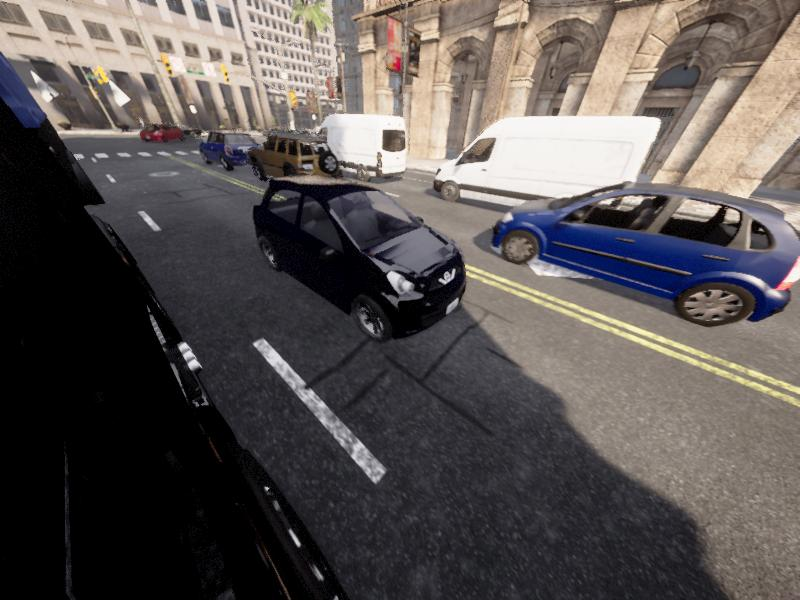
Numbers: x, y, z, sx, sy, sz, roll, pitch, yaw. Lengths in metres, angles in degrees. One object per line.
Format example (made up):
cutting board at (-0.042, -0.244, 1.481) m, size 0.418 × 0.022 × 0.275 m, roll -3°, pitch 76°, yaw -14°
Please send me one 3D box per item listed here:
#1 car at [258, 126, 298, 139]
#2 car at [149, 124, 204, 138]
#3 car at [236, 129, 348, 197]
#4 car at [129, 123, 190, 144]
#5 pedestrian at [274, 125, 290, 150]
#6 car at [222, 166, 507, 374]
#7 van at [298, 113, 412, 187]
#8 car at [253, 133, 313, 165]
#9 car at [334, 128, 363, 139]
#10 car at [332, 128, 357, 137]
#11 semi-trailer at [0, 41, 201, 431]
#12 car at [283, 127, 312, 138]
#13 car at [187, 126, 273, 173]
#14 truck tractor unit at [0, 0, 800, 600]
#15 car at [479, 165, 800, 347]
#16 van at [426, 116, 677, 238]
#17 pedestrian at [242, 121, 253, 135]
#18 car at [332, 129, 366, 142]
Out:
car at (-18.714, -25.790, 35.655) m, size 1.837 × 1.490 × 4.892 m, roll 28°, pitch 43°, yaw 30°
car at (-29.009, -22.054, 30.174) m, size 1.895 × 1.301 × 4.718 m, roll 29°, pitch 44°, yaw 30°
car at (-4.495, -5.871, 9.640) m, size 4.605 × 1.855 × 1.932 m, roll 28°, pitch 44°, yaw 30°
car at (-24.384, -17.115, 23.679) m, size 2.007 × 1.525 × 4.514 m, roll -3°, pitch 37°, yaw -7°
pedestrian at (-11.256, -15.525, 22.075) m, size 0.751 × 1.860 × 0.751 m, roll 31°, pitch 45°, yaw 33°
car at (-0.719, -0.933, 3.576) m, size 3.633 × 1.501 × 1.845 m, roll 28°, pitch 44°, yaw 30°
van at (-2.411, -7.774, 11.763) m, size 5.915 × 2.561 × 1.988 m, roll 28°, pitch 44°, yaw 30°
car at (-7.904, -10.306, 15.635) m, size 3.633 × 1.501 × 1.845 m, roll 29°, pitch 44°, yaw 30°
car at (-9.697, -31.914, 44.286) m, size 1.930 × 1.638 × 5.238 m, roll 29°, pitch 44°, yaw 30°
car at (-12.031, -36.454, 50.337) m, size 2.163 × 1.488 × 4.792 m, roll 28°, pitch 44°, yaw 30°
semi-trailer at (-8.685, -3.615, 4.239) m, size 14.254 × 4.402 × 2.717 m, roll 28°, pitch 44°, yaw 30°
car at (-18.007, -29.464, 40.713) m, size 1.994 × 1.385 × 4.181 m, roll 28°, pitch 44°, yaw 30°
car at (-9.510, -8.526, 12.935) m, size 4.553 × 1.767 × 2.097 m, roll 29°, pitch 44°, yaw 30°
truck tractor unit at (-2.645, -0.295, 0.351) m, size 6.516 × 4.208 × 3.053 m, roll 28°, pitch 44°, yaw 30°
car at (3.889, -1.234, 4.208) m, size 3.988 × 1.617 × 1.851 m, roll 28°, pitch 44°, yaw 30°
van at (3.969, -4.330, 7.563) m, size 5.915 × 2.561 × 1.988 m, roll 28°, pitch 43°, yaw 31°
pedestrian at (-25.952, -29.342, 39.336) m, size 0.751 × 1.860 × 0.751 m, roll -3°, pitch 37°, yaw -8°
car at (-8.110, -26.465, 37.198) m, size 2.038 × 1.542 × 4.974 m, roll 28°, pitch 43°, yaw 30°
